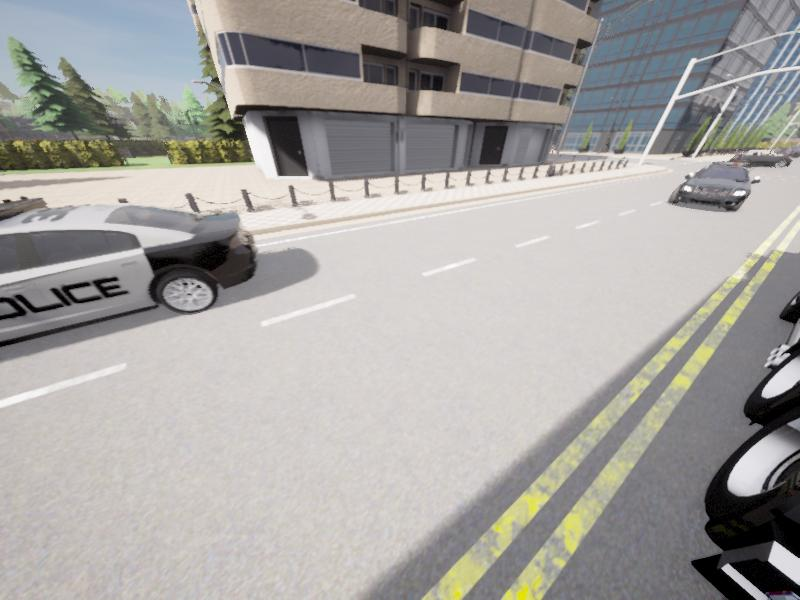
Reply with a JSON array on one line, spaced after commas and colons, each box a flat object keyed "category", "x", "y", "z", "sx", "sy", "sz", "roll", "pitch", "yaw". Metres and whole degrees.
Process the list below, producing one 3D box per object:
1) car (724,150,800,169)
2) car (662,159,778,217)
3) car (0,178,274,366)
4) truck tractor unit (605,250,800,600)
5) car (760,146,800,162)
[{"category": "car", "x": 37.266, "y": -14.580, "z": 23.853, "sx": 3.806, "sy": 1.475, "sz": 1.970, "roll": 18, "pitch": 39, "yaw": 24}, {"category": "car", "x": 13.611, "y": -5.000, "z": 9.941, "sx": 4.974, "sy": 1.542, "sz": 2.038, "roll": -25, "pitch": 42, "yaw": -32}, {"category": "car", "x": -4.998, "y": -0.471, "z": 3.228, "sx": 5.238, "sy": 1.638, "sz": 1.930, "roll": -19, "pitch": 39, "yaw": -25}, {"category": "truck tractor unit", "x": 5.092, "y": -0.315, "z": 0.830, "sx": 6.516, "sy": 4.208, "sz": 3.053, "roll": -19, "pitch": 39, "yaw": -25}, {"category": "car", "x": 53.512, "y": -20.617, "z": 32.555, "sx": 4.856, "sy": 1.649, "sz": 2.033, "roll": -19, "pitch": 39, "yaw": -25}]
